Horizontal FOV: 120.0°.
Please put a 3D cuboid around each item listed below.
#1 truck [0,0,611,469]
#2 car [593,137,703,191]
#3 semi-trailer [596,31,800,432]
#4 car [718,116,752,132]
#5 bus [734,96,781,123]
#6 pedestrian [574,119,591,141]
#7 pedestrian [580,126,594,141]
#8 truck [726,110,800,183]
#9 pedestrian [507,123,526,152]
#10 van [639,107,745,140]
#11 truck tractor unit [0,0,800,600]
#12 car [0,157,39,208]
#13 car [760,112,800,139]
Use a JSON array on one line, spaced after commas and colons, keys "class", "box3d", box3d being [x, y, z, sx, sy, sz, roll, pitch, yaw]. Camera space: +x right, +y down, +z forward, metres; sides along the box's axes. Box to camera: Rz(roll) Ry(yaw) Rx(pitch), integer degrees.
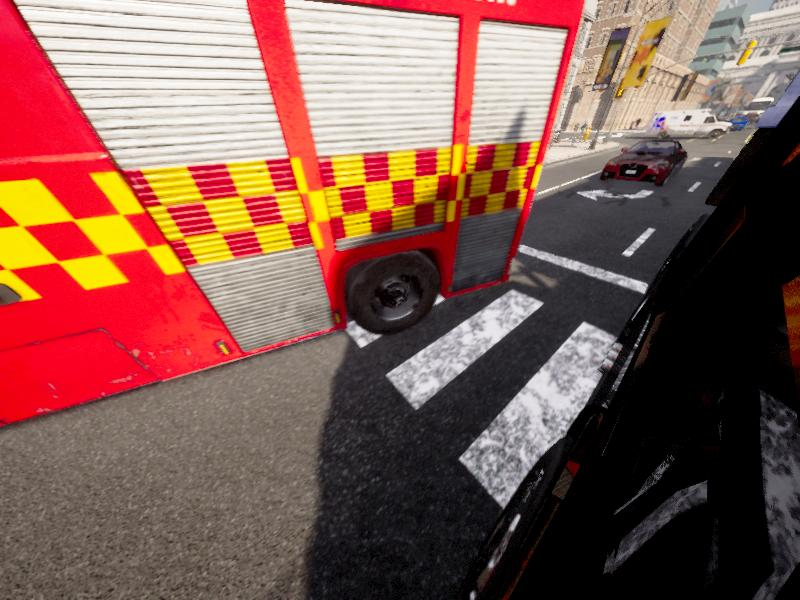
[{"class": "truck", "box3d": [-2.831, -1.206, 2.220, 8.468, 3.827, 2.891, -15, 39, -16]}, {"class": "car", "box3d": [10.191, -5.730, 9.498, 4.181, 1.385, 1.994, -27, 43, -29]}, {"class": "semi-trailer", "box3d": [8.785, -3.545, 4.140, 14.254, 4.402, 2.717, -27, 43, -29]}, {"class": "car", "box3d": [45.314, -23.754, 31.209, 5.008, 1.535, 1.882, -27, 43, -29]}, {"class": "bus", "box3d": [81.087, -43.067, 52.470, 10.273, 4.253, 3.944, -27, 43, -29]}, {"class": "pedestrian", "box3d": [20.281, -18.875, 25.664, 0.751, 1.860, 0.751, -30, 45, -32]}, {"class": "pedestrian", "box3d": [20.378, -18.163, 25.178, 0.751, 1.300, 0.751, 27, 46, 33]}, {"class": "truck", "box3d": [16.726, -6.672, 9.751, 6.274, 2.098, 2.390, -27, 43, -29]}, {"class": "pedestrian", "box3d": [9.497, -13.243, 18.825, 0.751, 1.860, 0.751, 25, 45, 31]}, {"class": "van", "box3d": [30.328, -18.510, 24.396, 2.351, 2.431, 6.366, -27, 43, -29]}, {"class": "truck tractor unit", "box3d": [2.645, -0.295, 0.351, 6.516, 4.208, 3.053, -28, 44, -30]}, {"class": "car", "box3d": [-19.438, -5.117, 10.252, 2.152, 1.651, 5.027, -27, 43, -29]}, {"class": "car", "box3d": [36.686, -15.614, 20.627, 1.932, 1.855, 4.605, 2, 38, 6]}]
